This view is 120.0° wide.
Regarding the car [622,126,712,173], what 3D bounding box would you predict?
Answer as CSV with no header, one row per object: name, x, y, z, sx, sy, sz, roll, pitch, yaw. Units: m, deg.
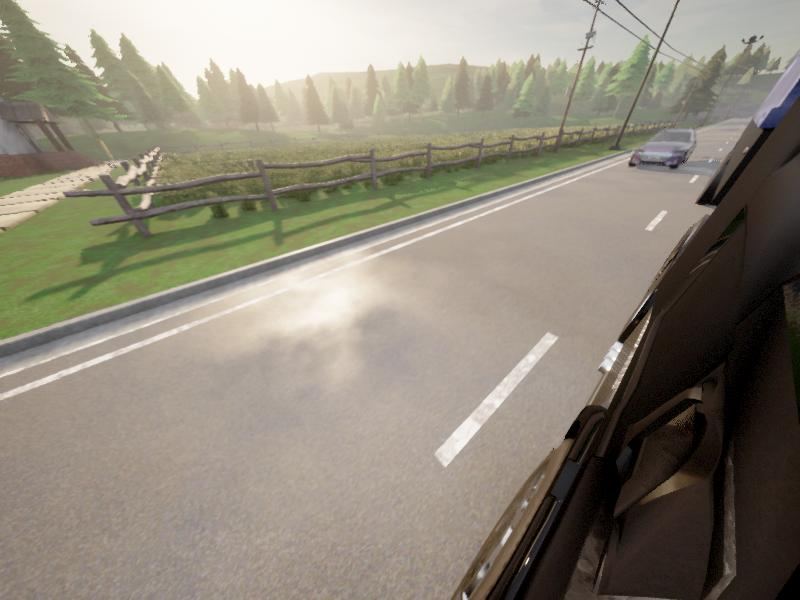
car,14.122,-8.061,12.210,4.856,1.649,2.033,-28,43,-30

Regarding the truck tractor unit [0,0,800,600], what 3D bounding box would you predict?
truck tractor unit,2.645,-0.295,0.351,6.516,4.208,3.053,-28,44,-30

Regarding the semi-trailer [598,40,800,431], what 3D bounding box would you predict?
semi-trailer,8.686,-3.609,4.246,14.254,4.402,2.717,-28,44,-30
